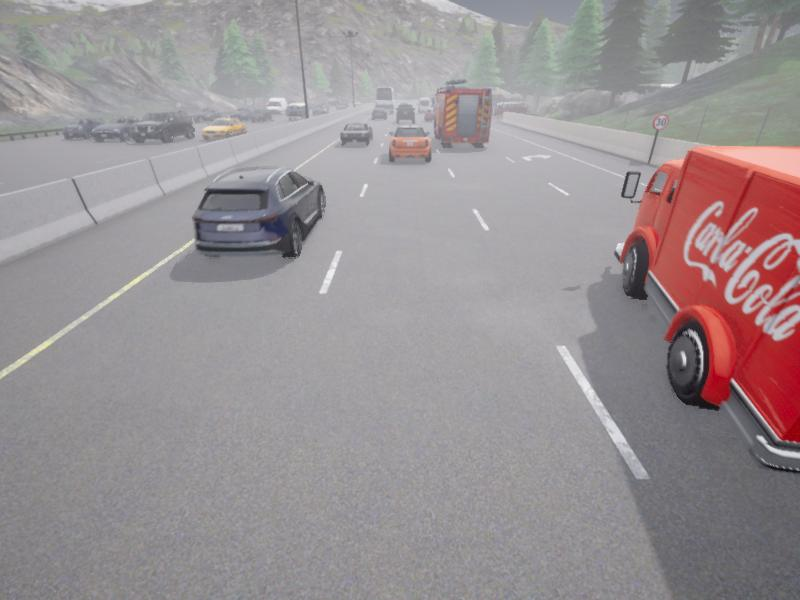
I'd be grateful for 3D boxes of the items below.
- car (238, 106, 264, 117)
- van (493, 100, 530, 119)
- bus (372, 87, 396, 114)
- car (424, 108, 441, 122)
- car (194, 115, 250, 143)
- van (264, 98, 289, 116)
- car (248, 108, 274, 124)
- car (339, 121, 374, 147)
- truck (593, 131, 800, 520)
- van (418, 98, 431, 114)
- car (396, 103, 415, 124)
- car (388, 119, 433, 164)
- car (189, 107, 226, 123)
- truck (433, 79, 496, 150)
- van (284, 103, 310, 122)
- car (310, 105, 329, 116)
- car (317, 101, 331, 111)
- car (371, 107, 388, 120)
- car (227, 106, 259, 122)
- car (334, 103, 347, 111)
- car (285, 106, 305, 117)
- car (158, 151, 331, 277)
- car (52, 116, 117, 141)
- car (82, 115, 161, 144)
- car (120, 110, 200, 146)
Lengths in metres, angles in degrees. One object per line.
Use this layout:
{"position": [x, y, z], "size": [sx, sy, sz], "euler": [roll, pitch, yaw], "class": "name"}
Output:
{"position": [-23.743, -30.196, 63.961], "size": [2.128, 1.511, 4.902], "euler": [0, 27, 0], "class": "car"}
{"position": [15.635, -26.785, 56.301], "size": [4.480, 2.038, 2.069], "euler": [-3, 27, 2], "class": "van"}
{"position": [-2.804, -36.807, 73.732], "size": [3.944, 4.253, 10.273], "euler": [0, 27, 0], "class": "bus"}
{"position": [4.189, -24.119, 52.034], "size": [1.970, 1.475, 3.806], "euler": [0, 27, 0], "class": "car"}
{"position": [-13.435, -13.197, 30.649], "size": [1.801, 1.575, 5.366], "euler": [0, 27, 0], "class": "car"}
{"position": [-20.235, -31.799, 65.832], "size": [1.988, 2.561, 5.915], "euler": [0, 27, 0], "class": "van"}
{"position": [-16.832, -22.360, 48.555], "size": [1.789, 1.549, 3.705], "euler": [0, 27, 0], "class": "car"}
{"position": [-2.951, -11.686, 28.001], "size": [1.895, 1.301, 4.718], "euler": [0, 27, 0], "class": "car"}
{"position": [4.523, -0.430, 4.775], "size": [2.627, 2.467, 5.204], "euler": [5, 28, 11], "class": "truck"}
{"position": [4.310, -35.031, 72.094], "size": [1.988, 2.561, 5.915], "euler": [0, 27, 0], "class": "van"}
{"position": [0.669, -22.694, 48.640], "size": [2.150, 2.045, 5.566], "euler": [0, 27, 0], "class": "car"}
{"position": [0.510, -8.450, 21.142], "size": [2.097, 1.767, 4.553], "euler": [0, 27, 0], "class": "car"}
{"position": [-23.824, -23.073, 49.826], "size": [2.242, 1.667, 4.611], "euler": [0, 27, 0], "class": "car"}
{"position": [4.054, -12.853, 27.494], "size": [2.891, 3.827, 8.468], "euler": [0, 27, 0], "class": "truck"}
{"position": [-13.311, -24.364, 51.928], "size": [2.069, 2.038, 4.480], "euler": [0, 27, 0], "class": "van"}
{"position": [-13.231, -31.330, 65.993], "size": [2.038, 1.542, 4.974], "euler": [0, 27, 0], "class": "car"}
{"position": [-16.607, -42.386, 87.339], "size": [2.097, 1.767, 4.553], "euler": [0, 27, 0], "class": "car"}
{"position": [-2.791, -25.921, 55.555], "size": [2.163, 1.488, 4.792], "euler": [0, 27, 0], "class": "car"}
{"position": [-20.312, -24.157, 51.935], "size": [2.242, 1.667, 4.611], "euler": [0, 27, 0], "class": "car"}
{"position": [-13.100, -42.808, 88.521], "size": [2.007, 1.525, 4.514], "euler": [0, 27, 0], "class": "car"}
{"position": [-16.743, -30.163, 63.942], "size": [1.994, 1.385, 4.181], "euler": [0, 27, 0], "class": "car"}
{"position": [-3.059, -2.270, 9.279], "size": [2.033, 1.649, 4.856], "euler": [0, 27, 0], "class": "car"}
{"position": [-23.937, -13.116, 30.566], "size": [1.845, 1.501, 3.633], "euler": [0, 27, 0], "class": "car"}
{"position": [-20.440, -12.743, 29.733], "size": [2.152, 1.651, 5.027], "euler": [0, 27, 0], "class": "car"}
{"position": [-16.947, -12.467, 28.726], "size": [2.150, 2.045, 5.566], "euler": [0, 27, 0], "class": "car"}
